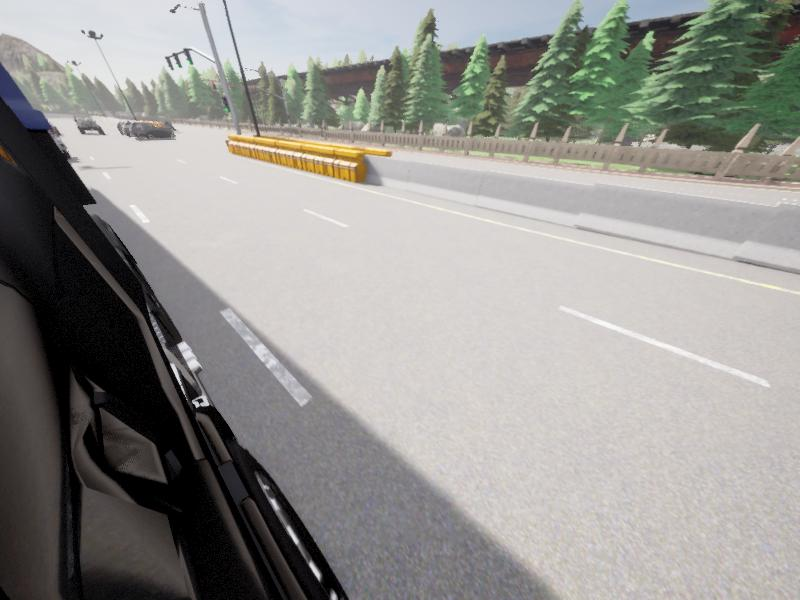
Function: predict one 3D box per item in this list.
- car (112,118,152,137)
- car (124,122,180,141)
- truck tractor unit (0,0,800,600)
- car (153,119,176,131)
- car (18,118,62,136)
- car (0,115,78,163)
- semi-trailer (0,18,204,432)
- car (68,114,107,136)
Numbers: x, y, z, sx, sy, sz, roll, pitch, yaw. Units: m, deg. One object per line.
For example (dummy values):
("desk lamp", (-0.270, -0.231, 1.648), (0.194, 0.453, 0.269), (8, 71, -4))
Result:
("car", (-33.440, -21.449, 28.781), (5.027, 1.651, 2.152), (29, 44, 30))
("car", (-27.415, -18.796, 25.724), (1.845, 1.501, 3.633), (7, 37, 5))
("truck tractor unit", (-2.645, -0.295, 0.352), (6.516, 4.208, 3.053), (28, 44, 30))
("car", (-43.731, -32.540, 42.957), (3.988, 1.617, 1.851), (29, 44, 30))
("car", (-38.318, -18.502, 24.692), (4.181, 1.385, 1.994), (29, 44, 30))
("car", (-20.168, -8.726, 12.429), (4.605, 1.855, 1.932), (22, 38, 24))
("semi-trailer", (-8.865, -3.486, 4.054), (14.254, 4.402, 2.717), (26, 42, 28))
("car", (-37.241, -20.878, 27.519), (3.866, 1.878, 1.905), (29, 44, 30))
